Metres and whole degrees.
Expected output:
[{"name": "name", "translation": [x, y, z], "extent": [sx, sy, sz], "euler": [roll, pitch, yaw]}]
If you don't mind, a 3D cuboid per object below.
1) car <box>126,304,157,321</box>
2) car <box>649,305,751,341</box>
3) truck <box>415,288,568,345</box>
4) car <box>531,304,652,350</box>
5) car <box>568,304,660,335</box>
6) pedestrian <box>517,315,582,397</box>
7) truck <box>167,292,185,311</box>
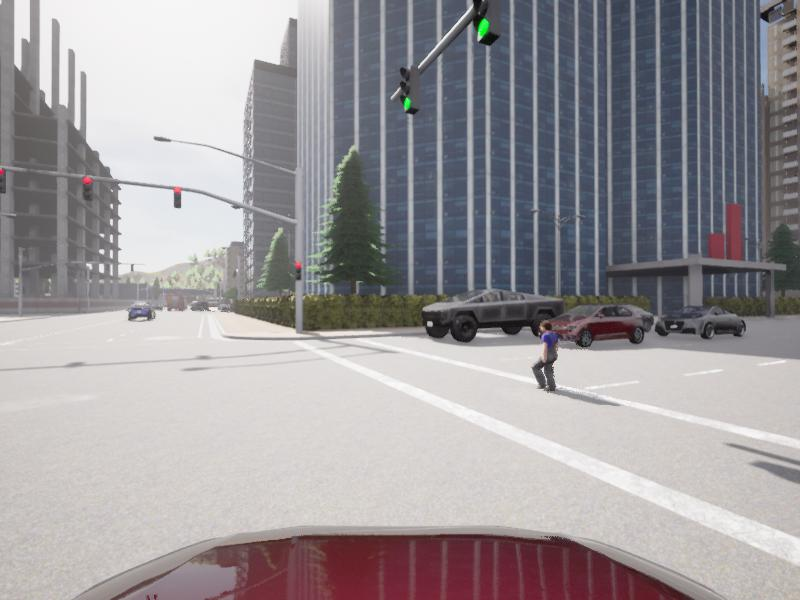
[{"name": "car", "translation": [-24.903, 1.157, 38.659], "extent": [2.007, 1.525, 4.514], "euler": [0, 0, -26]}, {"name": "car", "translation": [13.422, 0.953, 17.899], "extent": [4.181, 1.385, 1.994], "euler": [0, 0, -27]}, {"name": "truck", "translation": [3.983, 0.608, 17.217], "extent": [6.274, 2.098, 2.390], "euler": [0, 0, -26]}, {"name": "car", "translation": [7.125, 0.897, 14.845], "extent": [4.193, 1.474, 1.816], "euler": [0, 0, -26]}, {"name": "car", "translation": [11.061, 0.939, 20.635], "extent": [4.674, 1.442, 1.812], "euler": [0, 0, -26]}, {"name": "pedestrian", "translation": [2.590, 0.922, 6.963], "extent": [0.751, 1.300, 0.751], "euler": [0, 0, -31]}, {"name": "truck", "translation": [-47.069, 0.347, 84.267], "extent": [2.891, 3.827, 8.468], "euler": [0, 0, -26]}]
